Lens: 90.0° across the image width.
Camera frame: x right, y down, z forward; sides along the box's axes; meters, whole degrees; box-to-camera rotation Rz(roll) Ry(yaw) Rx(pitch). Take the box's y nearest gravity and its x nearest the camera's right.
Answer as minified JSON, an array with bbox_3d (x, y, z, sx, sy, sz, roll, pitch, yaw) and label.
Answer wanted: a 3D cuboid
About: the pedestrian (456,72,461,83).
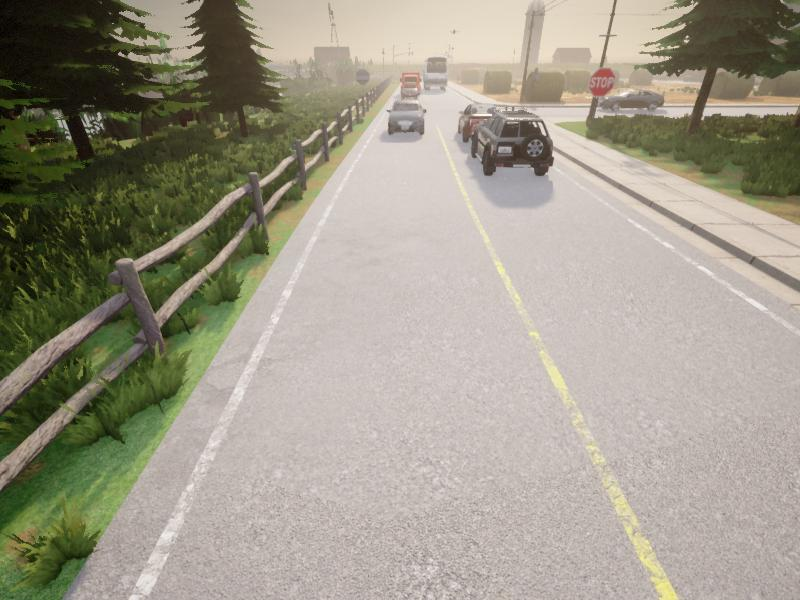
[{"bbox_3d":[11.246,-42.981,77.420,0.751,1.860,0.751,5,31,9],"label":"pedestrian"}]

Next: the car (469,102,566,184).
[{"bbox_3d":[3.649,-5.440,13.457,1.932,1.855,4.605,1,30,1],"label":"car"}]

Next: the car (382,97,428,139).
[{"bbox_3d":[0.349,-9.698,21.111,2.128,1.511,4.902,1,30,2],"label":"car"}]

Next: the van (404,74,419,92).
[{"bbox_3d":[1.598,-31.054,57.169,2.069,2.038,4.480,1,30,1],"label":"van"}]

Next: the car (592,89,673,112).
[{"bbox_3d":[18.227,-15.783,31.605,4.902,1.511,2.128,-1,30,-1],"label":"car"}]

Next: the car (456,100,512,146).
[{"bbox_3d":[3.871,-8.582,19.188,2.007,1.525,4.514,2,30,3],"label":"car"}]

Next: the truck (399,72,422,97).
[{"bbox_3d":[1.287,-26.019,48.115,2.627,2.467,5.204,1,30,1],"label":"truck"}]

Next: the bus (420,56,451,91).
[{"bbox_3d":[5.100,-34.101,60.182,3.944,4.253,10.273,1,30,1],"label":"bus"}]

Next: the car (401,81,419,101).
[{"bbox_3d":[1.076,-22.166,42.372,1.851,1.617,3.988,1,30,1],"label":"car"}]
